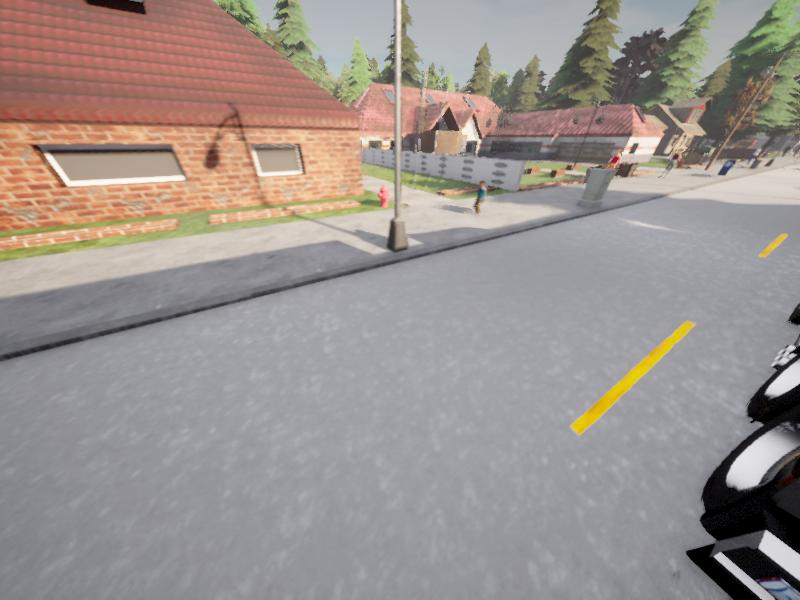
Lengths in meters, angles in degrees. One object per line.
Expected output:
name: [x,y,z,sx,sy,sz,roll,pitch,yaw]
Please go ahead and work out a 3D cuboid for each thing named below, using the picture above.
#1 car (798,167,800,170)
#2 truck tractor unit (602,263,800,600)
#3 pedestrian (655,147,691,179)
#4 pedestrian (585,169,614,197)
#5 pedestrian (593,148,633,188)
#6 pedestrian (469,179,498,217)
car: [42.939,-13.363,22.203,4.611,1.667,2.242,1,35,0]
truck tractor unit: [5.111,-0.299,0.788,6.516,4.208,3.053,-18,39,-24]
pedestrian: [18.664,-9.376,15.833,0.751,1.860,0.751,-19,39,-26]
pedestrian: [9.245,-5.446,10.751,0.500,1.100,0.500,-18,39,-25]
pedestrian: [11.637,-7.235,12.682,0.751,1.860,0.751,-16,38,-22]
pedestrian: [2.800,-3.450,7.815,0.500,1.100,0.500,-9,36,-13]
